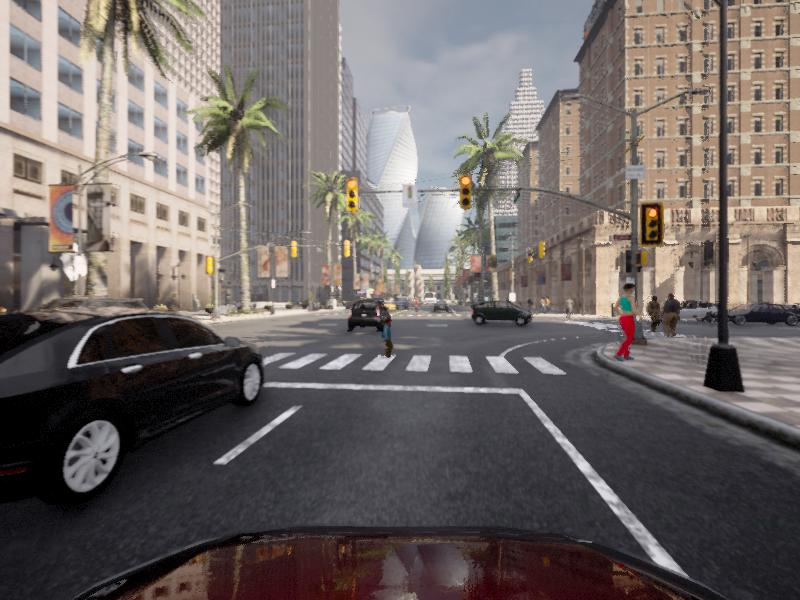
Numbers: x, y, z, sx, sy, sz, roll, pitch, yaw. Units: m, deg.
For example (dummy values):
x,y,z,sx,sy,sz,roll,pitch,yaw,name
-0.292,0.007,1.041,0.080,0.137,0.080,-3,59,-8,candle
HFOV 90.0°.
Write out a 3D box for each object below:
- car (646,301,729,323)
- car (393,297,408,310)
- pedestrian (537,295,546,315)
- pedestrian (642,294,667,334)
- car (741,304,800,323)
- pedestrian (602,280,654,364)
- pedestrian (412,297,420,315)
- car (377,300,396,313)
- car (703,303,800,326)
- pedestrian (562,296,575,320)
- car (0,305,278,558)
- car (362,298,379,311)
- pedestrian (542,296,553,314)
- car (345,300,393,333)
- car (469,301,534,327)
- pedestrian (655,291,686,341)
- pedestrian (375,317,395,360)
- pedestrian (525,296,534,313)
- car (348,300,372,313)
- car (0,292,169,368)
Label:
x,y,z,sx,sy,sz,roll,pitch,yaw,name
21.018,0.829,29.404,4.514,1.525,2.007,0,0,6,car
0.137,0.557,69.151,2.150,2.045,5.566,0,0,6,car
13.725,0.481,38.663,0.751,1.860,0.751,0,0,25,pedestrian
12.139,0.637,19.111,0.751,1.860,0.751,0,0,4,pedestrian
27.766,0.947,28.711,4.718,1.301,1.895,0,0,6,car
5.279,0.485,9.295,0.751,1.860,0.751,0,0,-6,pedestrian
1.687,0.629,41.492,0.751,1.860,0.751,0,0,7,pedestrian
-1.686,0.789,52.582,1.801,1.575,5.366,0,0,6,car
22.999,0.897,25.704,5.357,1.411,2.033,0,0,6,car
13.300,0.635,31.538,0.751,1.860,0.751,0,0,5,pedestrian
-3.228,0.843,4.630,1.837,1.490,4.892,0,0,4,car
-4.378,0.630,60.132,1.905,1.878,3.866,0,0,6,car
14.866,0.481,40.433,0.751,1.860,0.751,0,0,-39,pedestrian
-1.567,0.783,21.588,1.851,1.617,3.988,0,0,6,car
6.433,0.811,25.289,3.705,1.549,1.789,0,0,25,car
10.394,0.600,15.381,0.751,1.860,0.751,0,0,12,pedestrian
-0.418,1.015,10.785,0.500,1.100,0.500,0,0,-7,pedestrian
13.896,0.480,42.849,0.751,1.860,0.751,0,0,5,pedestrian
-5.190,0.823,52.730,2.128,1.511,4.902,0,0,6,car
-9.410,0.688,11.713,2.097,1.767,4.553,0,0,12,car
